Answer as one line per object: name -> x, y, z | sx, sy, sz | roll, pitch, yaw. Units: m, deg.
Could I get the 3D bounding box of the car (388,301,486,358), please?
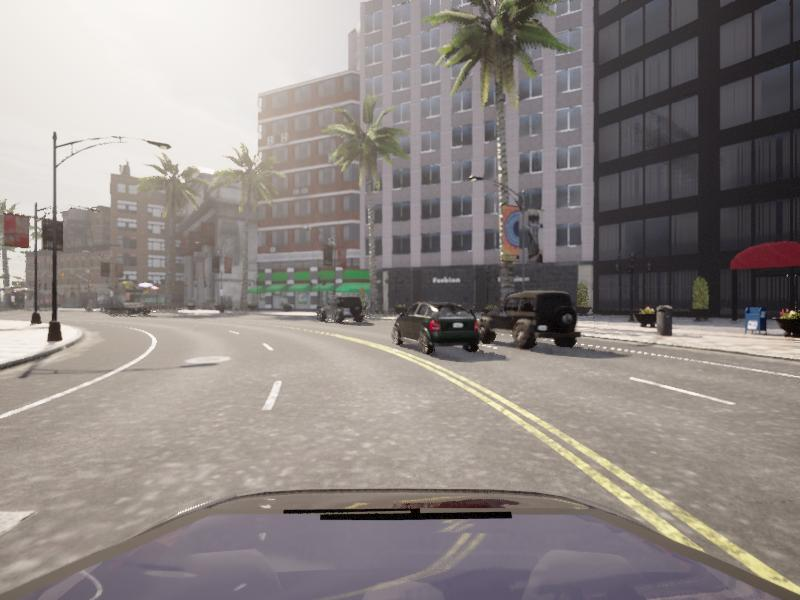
car -> 1.039, 0.825, 13.083 | 1.789, 1.549, 3.705 | 0, 0, -20

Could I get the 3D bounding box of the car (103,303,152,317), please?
car -> -27.459, 0.975, 40.331 | 4.718, 1.301, 1.895 | 0, 0, 25

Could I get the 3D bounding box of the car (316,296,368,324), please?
car -> -4.162, 0.668, 28.298 | 1.905, 1.878, 3.866 | 0, 0, -40

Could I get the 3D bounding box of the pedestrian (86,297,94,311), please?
pedestrian -> -43.184, 0.528, 55.751 | 0.751, 1.860, 0.751 | 0, 0, 37

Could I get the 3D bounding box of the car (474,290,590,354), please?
car -> 4.409, 0.657, 14.031 | 1.905, 1.878, 3.866 | 0, 0, -20
